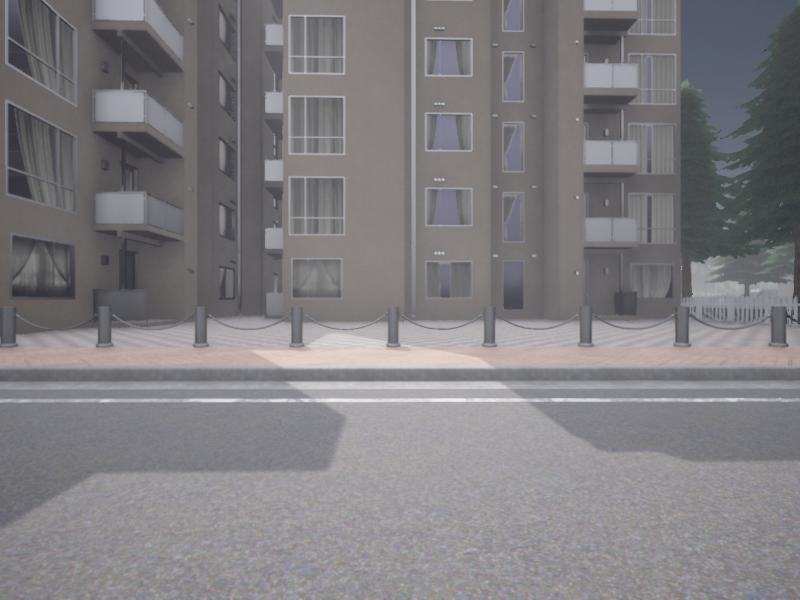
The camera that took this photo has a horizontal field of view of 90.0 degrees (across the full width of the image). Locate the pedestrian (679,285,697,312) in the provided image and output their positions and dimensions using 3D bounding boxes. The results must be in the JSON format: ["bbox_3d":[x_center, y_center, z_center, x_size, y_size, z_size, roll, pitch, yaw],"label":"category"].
[{"bbox_3d":[20.422,-0.115,28.381,0.751,1.860,0.751,0,0,1],"label":"pedestrian"}]

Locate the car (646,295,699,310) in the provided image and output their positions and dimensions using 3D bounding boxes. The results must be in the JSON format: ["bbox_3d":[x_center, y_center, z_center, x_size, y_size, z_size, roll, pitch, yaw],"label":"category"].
[{"bbox_3d":[27.378,0.239,40.418,1.837,1.490,4.892,0,0,-2],"label":"car"}]
